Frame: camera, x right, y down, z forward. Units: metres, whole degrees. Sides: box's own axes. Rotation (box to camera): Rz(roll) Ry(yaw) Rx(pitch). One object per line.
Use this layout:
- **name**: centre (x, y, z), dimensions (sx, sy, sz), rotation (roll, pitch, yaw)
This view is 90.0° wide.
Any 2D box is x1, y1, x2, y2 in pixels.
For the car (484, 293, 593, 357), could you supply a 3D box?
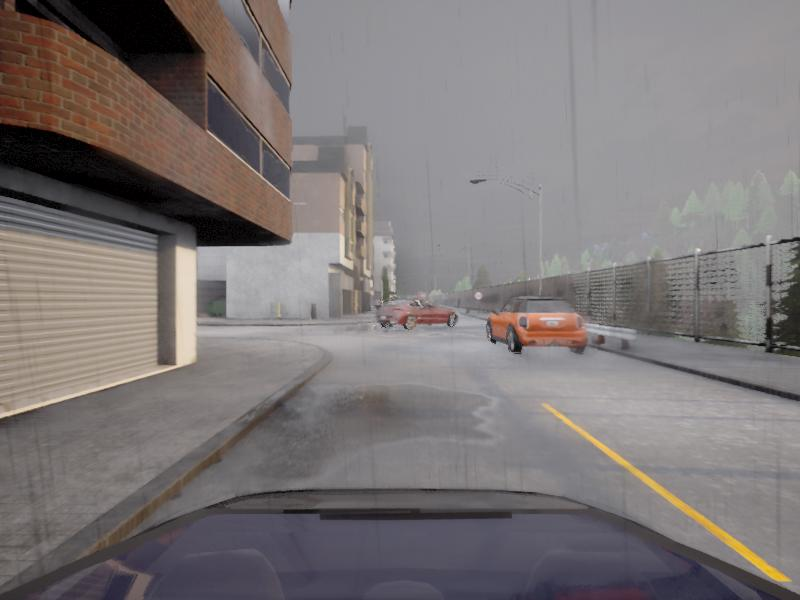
- **car**: centre (4.308, 0.692, 13.336), dimensions (2.097, 1.767, 4.553), rotation (0, 0, 1)

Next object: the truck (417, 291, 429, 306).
- **truck**: centre (5.766, -0.335, 101.670), dimensions (2.891, 3.827, 8.468), rotation (0, 0, 1)

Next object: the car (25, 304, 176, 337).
- **car**: centre (-13.411, 0.893, 18.134), dimensions (5.357, 1.411, 2.033), rotation (0, 0, 1)

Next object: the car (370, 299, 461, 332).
- **car**: centre (0.981, 0.778, 22.388), dimensions (5.027, 1.651, 2.152), rotation (0, 0, -42)

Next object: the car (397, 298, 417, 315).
- **car**: centre (0.820, 0.690, 44.175), dimensions (2.097, 1.767, 4.553), rotation (0, 0, 1)
